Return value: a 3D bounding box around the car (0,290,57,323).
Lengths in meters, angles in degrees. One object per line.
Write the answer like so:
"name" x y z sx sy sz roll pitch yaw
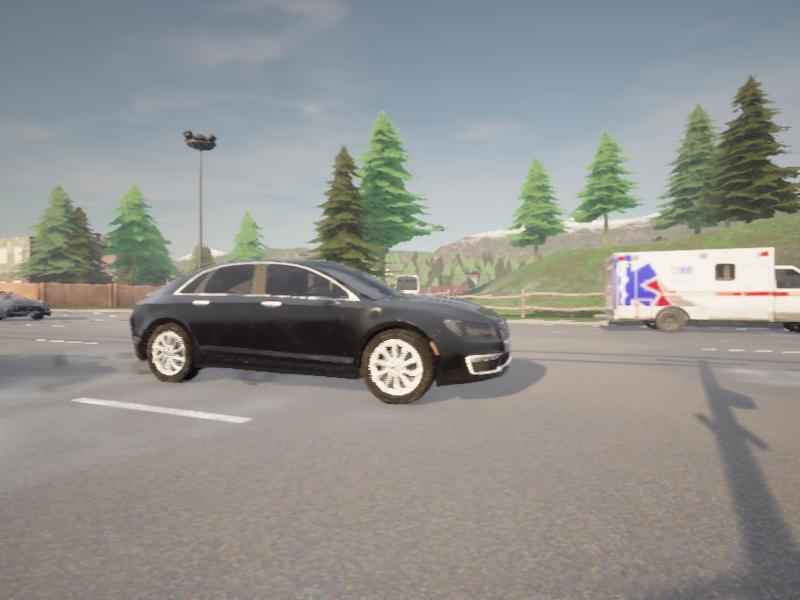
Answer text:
"car" -19.345 0.276 19.175 5.357 1.411 2.033 0 0 20

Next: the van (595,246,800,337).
"van" 9.652 -0.227 12.330 6.366 2.431 2.351 0 0 20

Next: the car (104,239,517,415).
"car" -1.123 0.242 5.085 4.892 1.490 1.837 0 0 20

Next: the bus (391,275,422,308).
"bus" 0.828 -1.164 56.810 3.944 4.253 10.273 0 1 0

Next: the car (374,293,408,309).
"car" -1.022 0.066 46.667 2.097 1.767 4.553 0 0 26

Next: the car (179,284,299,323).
"car" -7.478 0.156 18.575 5.238 1.638 1.930 0 0 20
